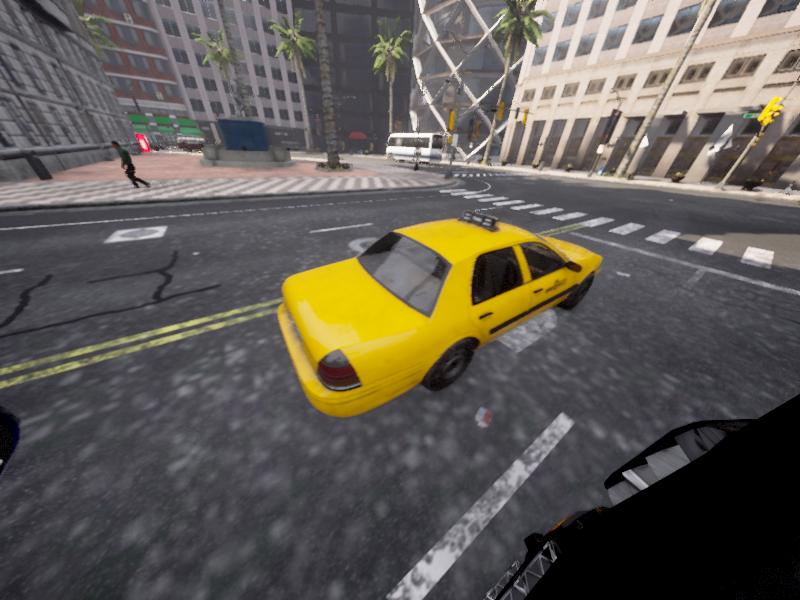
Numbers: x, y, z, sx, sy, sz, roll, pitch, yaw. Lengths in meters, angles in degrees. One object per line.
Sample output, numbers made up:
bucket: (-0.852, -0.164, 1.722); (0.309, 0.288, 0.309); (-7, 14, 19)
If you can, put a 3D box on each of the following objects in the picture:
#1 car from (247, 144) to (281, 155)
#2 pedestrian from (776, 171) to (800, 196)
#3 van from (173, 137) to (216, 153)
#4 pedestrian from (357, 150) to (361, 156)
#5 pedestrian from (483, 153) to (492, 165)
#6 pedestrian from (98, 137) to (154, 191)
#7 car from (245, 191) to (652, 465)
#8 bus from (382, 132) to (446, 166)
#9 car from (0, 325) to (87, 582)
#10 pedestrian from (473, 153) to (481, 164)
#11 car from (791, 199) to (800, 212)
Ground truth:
car: (-25.381, -28.133, 43.259); (4.792, 1.488, 2.163); (-1, 34, -6)
pedestrian: (34.595, -10.276, 20.320); (0.751, 1.860, 0.751); (-20, 40, -30)
van: (-34.190, -25.848, 38.584); (4.480, 2.038, 2.069); (-8, 35, -16)
pedestrian: (-9.712, -34.829, 54.684); (0.500, 1.100, 0.500); (17, 36, 20)
pedestrian: (16.161, -26.025, 42.716); (0.751, 1.860, 0.751); (29, 41, 34)
pedestrian: (-11.403, -5.697, 9.707); (0.751, 1.860, 0.751); (-20, 40, -31)
car: (1.183, -0.470, 3.366); (5.366, 1.575, 1.801); (-18, 39, -29)
bus: (2.047, -25.547, 39.008); (10.273, 4.253, 3.944); (28, 40, 33)
car: (-4.016, 1.286, 0.334); (3.633, 1.501, 1.845); (-18, 39, -29)
pedestrian: (14.725, -27.036, 44.134); (0.751, 1.860, 0.751); (-20, 40, -31)
car: (26.414, -5.133, 12.447); (1.801, 1.575, 5.366); (-18, 39, -29)
